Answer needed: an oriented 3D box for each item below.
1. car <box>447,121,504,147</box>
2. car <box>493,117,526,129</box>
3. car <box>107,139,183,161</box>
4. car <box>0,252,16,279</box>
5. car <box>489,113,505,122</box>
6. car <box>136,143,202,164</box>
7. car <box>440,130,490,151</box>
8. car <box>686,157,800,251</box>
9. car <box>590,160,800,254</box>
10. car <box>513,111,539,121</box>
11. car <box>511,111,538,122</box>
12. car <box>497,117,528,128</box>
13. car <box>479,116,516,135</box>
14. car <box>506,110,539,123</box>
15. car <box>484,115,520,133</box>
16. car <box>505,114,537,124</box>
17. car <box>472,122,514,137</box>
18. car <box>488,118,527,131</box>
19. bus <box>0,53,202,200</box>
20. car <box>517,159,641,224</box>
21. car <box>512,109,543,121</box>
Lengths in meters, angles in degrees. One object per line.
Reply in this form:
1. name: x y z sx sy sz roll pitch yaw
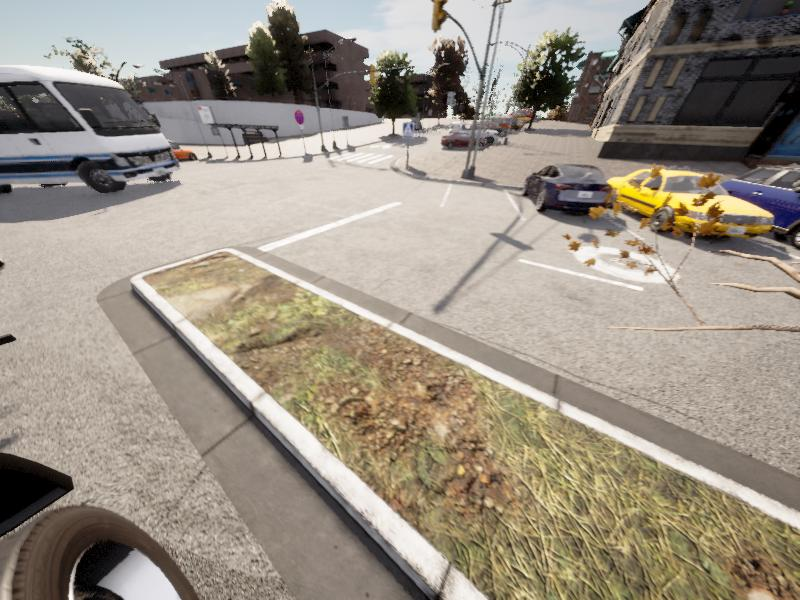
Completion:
1. car: 8.178 -18.498 25.709 5.566 2.045 2.435 7 41 8
2. car: 18.713 -30.367 39.693 4.674 1.452 2.002 6 42 8
3. car: -30.662 -18.322 28.165 2.435 2.045 5.566 6 35 8
4. car: -9.886 -1.185 4.325 4.181 1.385 1.994 19 39 25
5. car: 22.158 -41.505 52.496 2.128 1.511 4.902 19 45 22
6. car: -25.470 -16.439 25.777 2.185 1.767 4.553 6 35 8
7. car: 6.651 -16.552 23.929 4.674 1.452 2.002 6 41 8
8. car: 11.189 -2.585 6.109 2.185 1.767 4.553 10 36 12
9. car: 8.664 -3.382 7.424 1.946 1.575 5.366 9 35 12
10. car: 29.107 -42.619 53.484 4.553 1.767 2.185 6 39 6
11. car: 27.599 -40.919 51.487 4.553 1.767 2.185 6 41 7
12. car: 20.208 -32.103 41.674 4.674 1.452 2.002 6 41 8
13. car: 14.066 -25.394 33.616 4.442 1.987 1.878 7 42 8
14. car: 26.123 -39.254 49.395 5.566 2.045 2.435 6 42 7
15. car: 15.575 -27.124 35.590 4.442 1.987 1.878 7 42 8
16. car: 24.857 -37.308 47.548 5.366 1.575 1.946 6 41 7
17. car: 12.668 -23.489 31.787 4.892 1.521 2.231 7 41 8
18. car: 17.384 -28.653 37.671 5.366 1.575 1.946 6 41 8
19. bus: -16.363 -7.249 10.272 10.273 4.253 3.944 -1 38 1
20. car: 6.376 -4.530 9.102 2.163 1.488 4.792 9 35 12
21. car: 30.486 -44.345 55.444 5.566 2.045 2.435 7 37 6
